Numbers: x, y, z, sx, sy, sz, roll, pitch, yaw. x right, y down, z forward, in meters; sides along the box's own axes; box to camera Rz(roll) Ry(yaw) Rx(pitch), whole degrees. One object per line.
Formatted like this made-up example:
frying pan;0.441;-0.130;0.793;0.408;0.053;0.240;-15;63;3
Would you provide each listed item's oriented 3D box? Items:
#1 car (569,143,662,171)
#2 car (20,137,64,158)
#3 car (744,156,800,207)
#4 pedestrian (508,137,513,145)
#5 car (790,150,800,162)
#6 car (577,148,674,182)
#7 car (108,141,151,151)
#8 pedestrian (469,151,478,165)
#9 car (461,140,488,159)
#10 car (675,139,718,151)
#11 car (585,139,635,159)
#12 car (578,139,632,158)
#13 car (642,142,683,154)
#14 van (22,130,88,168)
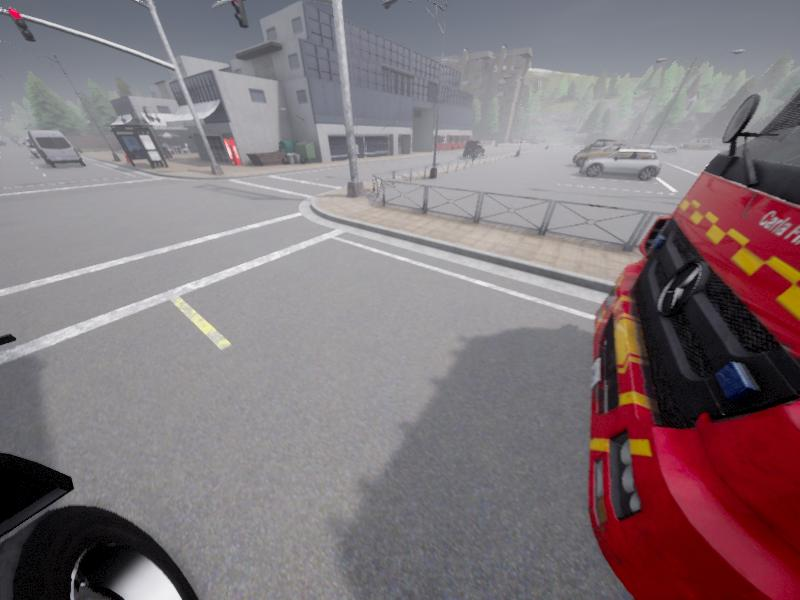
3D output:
car;16.961;-11.578;18.558;5.027;1.636;2.152;22;41;28
car;-44.846;-19.124;28.943;5.566;2.045;2.150;23;41;29
car;17.140;-4.213;8.474;4.514;1.523;2.007;22;41;28
pedestrian;32.955;-47.393;68.755;0.751;1.860;0.751;-28;44;-34
car;42.928;-14.494;22.929;3.633;1.501;1.845;22;41;28
car;13.511;-8.367;14.190;3.806;1.475;1.970;22;41;28
car;-51.410;-29.332;44.012;1.837;1.490;4.892;23;42;29
pedestrian;6.763;-13.042;21.221;0.500;1.100;0.500;22;41;28
car;9.851;-19.859;30.407;1.905;1.878;3.866;22;41;28
car;59.060;-31.045;46.131;4.605;1.855;1.932;22;41;28
car;24.365;-17.698;27.010;3.866;1.878;1.905;22;41;28
car;25.711;-19.195;29.146;4.605;1.855;1.932;22;41;28
car;40.904;-23.810;36.111;3.806;1.475;1.970;22;41;28
van;-30.854;-13.514;20.647;5.915;2.561;1.988;22;41;29
